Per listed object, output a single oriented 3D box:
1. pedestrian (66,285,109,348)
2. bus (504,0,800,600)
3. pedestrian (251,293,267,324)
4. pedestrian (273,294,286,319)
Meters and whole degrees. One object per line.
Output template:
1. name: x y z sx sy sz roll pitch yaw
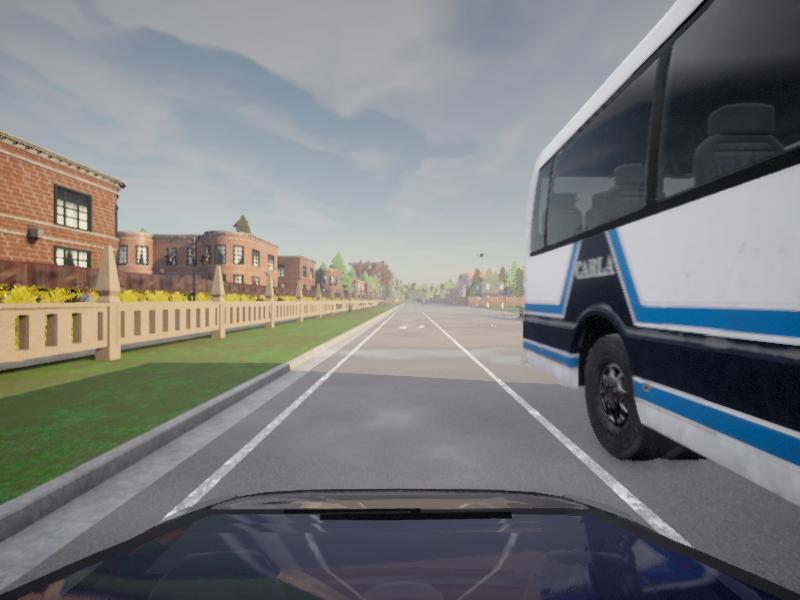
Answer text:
1. pedestrian: -9.584 0.493 12.291 0.751 1.860 0.751 0 0 1
2. bus: 3.683 -0.533 1.859 3.944 4.253 10.273 0 0 1
3. pedestrian: -8.632 0.501 24.524 0.751 1.860 0.751 0 0 1
4. pedestrian: -9.106 0.505 30.127 0.751 1.860 0.751 0 0 0
